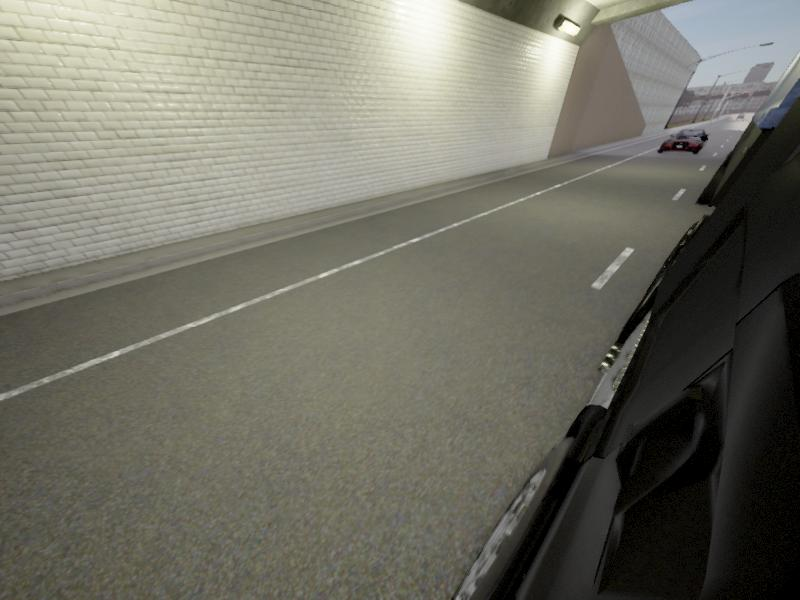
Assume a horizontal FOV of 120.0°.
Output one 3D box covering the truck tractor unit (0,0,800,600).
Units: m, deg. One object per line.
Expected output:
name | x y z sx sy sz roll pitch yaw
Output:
truck tractor unit | 2.645 -0.295 0.351 6.516 4.208 3.053 -28 44 -30

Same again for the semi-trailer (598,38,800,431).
semi-trailer | 8.688 -3.604 4.250 14.254 4.402 2.717 -28 43 -30

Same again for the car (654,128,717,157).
car | 20.082 -11.144 16.237 4.181 1.385 1.994 -28 43 -30
